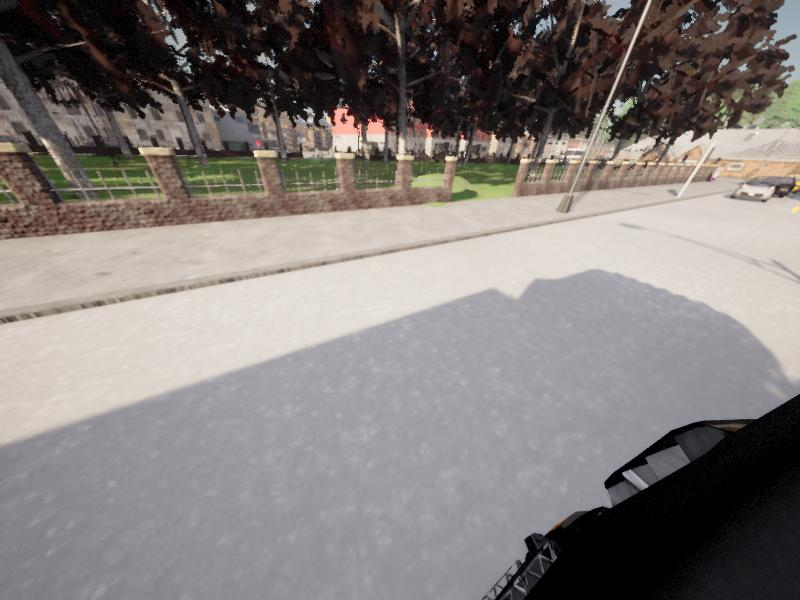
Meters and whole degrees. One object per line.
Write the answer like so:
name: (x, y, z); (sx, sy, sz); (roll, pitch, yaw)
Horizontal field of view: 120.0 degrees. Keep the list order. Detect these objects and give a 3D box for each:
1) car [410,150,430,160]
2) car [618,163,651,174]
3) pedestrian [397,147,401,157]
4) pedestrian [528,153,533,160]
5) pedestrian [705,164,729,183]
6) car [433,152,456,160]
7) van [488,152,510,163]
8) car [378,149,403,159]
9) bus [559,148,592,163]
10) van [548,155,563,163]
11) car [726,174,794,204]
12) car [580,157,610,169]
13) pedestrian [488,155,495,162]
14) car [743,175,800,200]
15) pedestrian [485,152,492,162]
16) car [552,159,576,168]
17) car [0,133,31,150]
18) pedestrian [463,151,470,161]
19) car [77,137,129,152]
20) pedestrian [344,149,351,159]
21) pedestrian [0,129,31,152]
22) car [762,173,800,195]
car: (4.324, -30.781, 49.112); (3.705, 1.549, 1.789); (-16, 38, -26)
car: (44.555, -25.122, 43.977); (1.845, 1.501, 3.633); (-16, 38, -26)
pedestrian: (-0.270, -34.849, 54.373); (0.751, 1.860, 0.751); (-17, 39, -27)
pedestrian: (43.915, -48.088, 77.544); (0.751, 1.860, 0.751); (-16, 38, -26)
pedestrian: (37.136, -14.849, 27.105); (0.751, 1.860, 0.751); (-16, 38, -26)
car: (10.146, -32.425, 52.068); (4.892, 1.490, 1.837); (-17, 38, -27)
van: (25.312, -36.428, 59.117); (4.480, 2.038, 2.069); (-3, 34, -8)
car: (-1.895, -28.987, 45.979); (4.514, 1.525, 2.007); (-16, 38, -26)
bus: (61.428, -50.555, 81.012); (10.273, 4.253, 3.944); (-16, 38, -26)
van: (51.800, -46.956, 76.943); (4.442, 1.987, 1.775); (-16, 38, -26)
car: (25.525, -7.957, 16.418); (3.633, 1.501, 1.845); (-17, 38, -27)
car: (40.870, -28.815, 48.534); (1.905, 1.878, 3.866); (-16, 38, -26)
pedestrian: (20.976, -32.461, 52.870); (0.751, 1.300, 0.751); (-15, 37, -25)
car: (31.382, -9.508, 19.305); (5.357, 1.411, 2.033); (-16, 38, -26)
pedestrian: (19.994, -32.433, 52.250); (0.751, 1.860, 0.751); (-16, 38, -26)
car: (35.522, -29.668, 50.140); (1.845, 1.501, 3.633); (-16, 38, -26)
car: (-47.702, -18.380, 26.656); (4.902, 1.511, 2.128); (-16, 38, -26)
pedestrian: (14.285, -30.789, 49.356); (0.751, 1.860, 0.751); (-16, 38, -25)
car: (-39.413, -20.773, 30.851); (3.633, 1.501, 1.845); (-16, 38, -26)
pedestrian: (-8.660, -23.980, 37.927); (0.751, 1.300, 0.751); (-16, 38, -26)
pedestrian: (-39.042, -16.147, 23.398); (0.751, 1.860, 0.751); (-9, 35, -17)
car: (37.812, -11.346, 22.375); (5.366, 1.575, 1.801); (-16, 38, -25)
